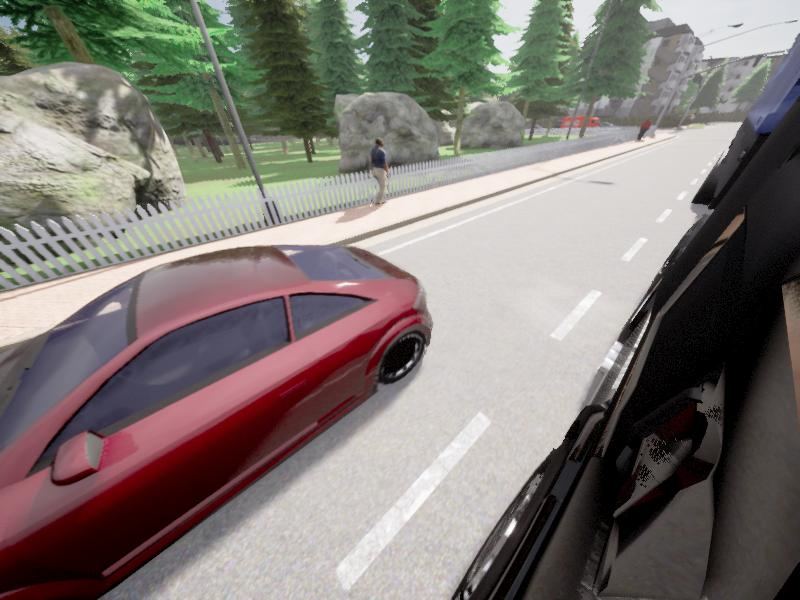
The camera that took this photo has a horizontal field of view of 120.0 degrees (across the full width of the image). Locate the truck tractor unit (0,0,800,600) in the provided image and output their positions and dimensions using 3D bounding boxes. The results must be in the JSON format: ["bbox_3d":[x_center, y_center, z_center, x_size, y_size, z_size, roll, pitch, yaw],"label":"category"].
[{"bbox_3d":[2.645,-0.295,0.351,6.516,4.208,3.053,-28,44,-30],"label":"truck tractor unit"}]

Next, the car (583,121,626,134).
[{"bbox_3d":[34.150,-28.864,38.724,2.128,1.511,4.902,-27,43,-28],"label":"car"}]

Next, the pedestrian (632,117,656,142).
[{"bbox_3d":[23.069,-16.117,21.841,0.751,1.860,0.751,-28,44,-30],"label":"pedestrian"}]

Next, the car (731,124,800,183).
[{"bbox_3d":[16.192,-6.361,9.792,5.366,1.575,1.801,-28,44,-30],"label":"car"}]

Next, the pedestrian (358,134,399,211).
[{"bbox_3d":[-0.596,-3.767,6.867,0.751,1.860,0.751,-28,44,-30],"label":"pedestrian"}]

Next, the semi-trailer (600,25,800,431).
[{"bbox_3d":[8.611,-3.684,4.280,14.254,4.402,2.717,-29,43,-30],"label":"semi-trailer"}]

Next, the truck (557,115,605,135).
[{"bbox_3d":[29.865,-28.970,38.339,2.627,2.467,5.204,-27,43,-29],"label":"truck"}]

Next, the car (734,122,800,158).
[{"bbox_3d":[22.915,-9.900,14.165,4.792,1.488,2.163,-28,44,-30],"label":"car"}]

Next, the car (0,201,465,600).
[{"bbox_3d":[-1.654,0.460,1.998,4.181,1.385,1.994,-28,44,-30],"label":"car"}]
